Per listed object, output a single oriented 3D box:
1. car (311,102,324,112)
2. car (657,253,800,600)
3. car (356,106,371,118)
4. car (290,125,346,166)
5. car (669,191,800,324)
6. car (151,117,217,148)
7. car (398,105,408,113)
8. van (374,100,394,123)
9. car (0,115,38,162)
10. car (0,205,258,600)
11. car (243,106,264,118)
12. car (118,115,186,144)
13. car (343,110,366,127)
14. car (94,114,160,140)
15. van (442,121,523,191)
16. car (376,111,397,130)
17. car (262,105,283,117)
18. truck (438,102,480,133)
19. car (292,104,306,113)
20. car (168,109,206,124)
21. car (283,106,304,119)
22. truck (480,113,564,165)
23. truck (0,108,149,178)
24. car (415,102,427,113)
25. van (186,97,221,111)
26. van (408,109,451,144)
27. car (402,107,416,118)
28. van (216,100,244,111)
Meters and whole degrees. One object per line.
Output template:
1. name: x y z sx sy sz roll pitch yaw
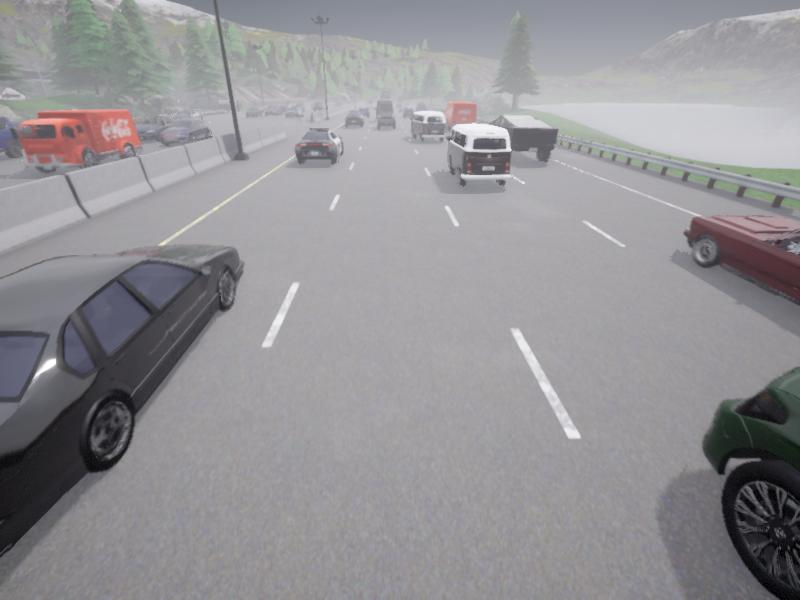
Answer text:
1. car: -16.894 -39.808 82.513 1.905 1.878 3.866 -1 27 -2
2. car: 3.600 1.816 0.866 2.150 2.045 5.566 -1 27 -2
3. car: -5.659 -29.380 62.564 2.007 1.525 4.514 -1 27 -2
4. car: -4.154 -8.272 21.170 2.038 1.542 4.974 -1 27 -2
5. car: 6.898 -0.564 6.353 1.895 1.301 4.718 -1 27 -2
6. car: -14.908 -11.803 27.985 2.033 1.649 4.856 -1 27 -2
7. car: 0.638 -39.250 82.037 1.895 1.301 4.718 -1 27 -2
8. van: -2.133 -24.903 52.613 1.988 2.561 5.915 -4 28 -7
9. car: -21.623 -7.873 19.827 2.150 2.045 5.566 -1 28 -2
10. car: -3.542 0.271 4.615 2.033 1.411 5.357 -1 27 -2
11. car: -22.146 -28.451 60.625 1.845 1.501 3.633 -1 27 -2
12. car: -18.487 -12.940 30.164 2.242 1.667 4.611 -1 27 -2
13. car: -5.009 -20.285 44.675 2.038 1.542 4.974 -1 27 -2
14. car: -22.087 -14.166 32.660 1.801 1.575 5.366 -1 27 -2
15. van: 3.038 -5.851 15.880 2.069 2.038 4.480 -1 27 -2
16. car: -1.408 -18.882 41.960 2.128 1.511 4.902 -1 27 -2
17. car: -21.300 -31.716 67.049 2.242 1.667 4.611 -1 27 -2
18. truck: 5.567 -17.718 38.625 2.627 2.467 5.204 -1 27 -6
19. car: -20.341 -38.860 81.034 1.851 1.617 3.988 -1 27 -2
20. car: -26.191 -22.681 49.378 2.038 1.542 4.974 -1 27 -2
21. car: -16.097 -28.488 60.671 2.038 1.542 4.974 -1 27 -2
22. truck: 6.321 -8.943 21.865 2.390 2.098 6.274 -1 27 -2
23. truck: -14.568 -7.366 18.380 2.627 2.467 5.204 -1 27 -2
24. car: 4.199 -38.679 80.293 1.932 1.855 4.605 -1 27 -2
25. van: -41.298 -41.248 84.126 5.915 2.561 1.988 -1 27 -2
26. van: 2.074 -13.167 30.203 2.069 2.038 4.480 -5 28 -10
27. car: 1.366 -29.086 61.954 1.816 1.474 4.193 -1 27 -2
28. van: -34.474 -39.521 81.345 4.480 2.038 2.069 1 27 3
